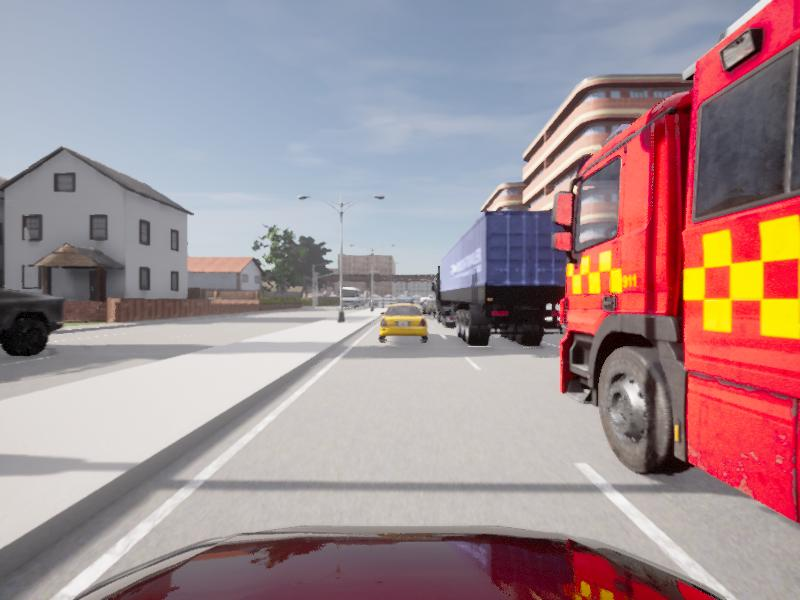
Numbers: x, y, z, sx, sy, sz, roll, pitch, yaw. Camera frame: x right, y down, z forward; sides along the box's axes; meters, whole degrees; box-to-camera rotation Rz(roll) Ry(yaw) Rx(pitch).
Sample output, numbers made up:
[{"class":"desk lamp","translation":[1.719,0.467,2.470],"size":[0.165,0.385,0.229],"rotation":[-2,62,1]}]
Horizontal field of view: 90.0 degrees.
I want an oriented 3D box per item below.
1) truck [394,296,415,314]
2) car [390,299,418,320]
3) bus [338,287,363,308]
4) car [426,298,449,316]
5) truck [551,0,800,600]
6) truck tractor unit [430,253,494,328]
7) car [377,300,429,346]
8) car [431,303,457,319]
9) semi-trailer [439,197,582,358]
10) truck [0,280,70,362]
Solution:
[{"class":"truck","translation":[0.536,0.560,49.723],"size":[2.390,2.098,6.274],"rotation":[0,0,1]},{"class":"car","translation":[0.351,0.768,34.167],"size":[2.242,1.667,4.611],"rotation":[0,0,0]},{"class":"bus","translation":[-10.412,-0.504,85.818],"size":[3.944,4.253,10.273],"rotation":[0,0,1]},{"class":"car","translation":[3.953,0.710,42.767],"size":[2.097,1.767,4.553],"rotation":[0,0,1]},{"class":"truck","translation":[3.493,-0.320,1.191],"size":[2.891,3.827,8.468],"rotation":[0,0,0]},{"class":"truck tractor unit","translation":[3.779,-0.500,26.024],"size":[3.053,4.208,6.516],"rotation":[-2,-1,0]},{"class":"car","translation":[0.140,0.807,16.493],"size":[1.801,1.575,5.366],"rotation":[0,0,1]},{"class":"car","translation":[3.872,0.957,35.868],"size":[1.895,1.301,4.718],"rotation":[0,0,1]},{"class":"semi-trailer","translation":[3.712,-0.617,18.090],"size":[2.717,4.402,14.254],"rotation":[0,0,1]},{"class":"truck","translation":[-11.448,0.545,9.276],"size":[2.390,2.098,6.274],"rotation":[0,0,1]}]
